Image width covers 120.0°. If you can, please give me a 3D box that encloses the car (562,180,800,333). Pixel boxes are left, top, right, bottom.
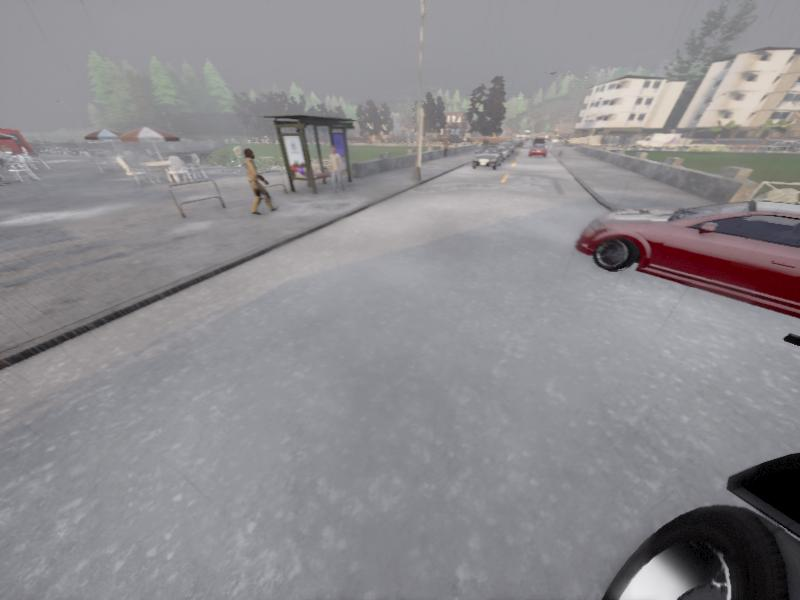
[{"bbox_3d":[5.748,-0.945,4.010,1.994,1.385,4.181,-25,42,-30],"label":"car"}]

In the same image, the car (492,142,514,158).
[{"bbox_3d":[13.033,-19.017,29.199,1.837,1.490,4.892,15,38,20],"label":"car"}]

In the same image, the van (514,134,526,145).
[{"bbox_3d":[35.714,-47.630,68.460,2.351,2.431,6.366,15,38,20],"label":"van"}]

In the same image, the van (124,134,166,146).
[{"bbox_3d":[-65.041,-40.963,59.042,2.351,2.431,6.366,15,38,20],"label":"van"}]

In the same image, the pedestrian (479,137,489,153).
[{"bbox_3d":[11.897,-21.924,32.733,0.751,1.860,0.751,-27,44,-33],"label":"pedestrian"}]

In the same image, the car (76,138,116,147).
[{"bbox_3d":[-68.932,-35.773,52.502,2.038,1.542,4.974,15,38,20],"label":"car"}]

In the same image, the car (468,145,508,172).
[{"bbox_3d":[7.326,-11.788,19.064,2.128,1.511,4.902,16,38,21],"label":"car"}]

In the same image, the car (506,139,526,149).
[{"bbox_3d":[23.931,-32.155,47.595,1.837,1.490,4.892,25,42,33],"label":"car"}]

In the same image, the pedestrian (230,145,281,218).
[{"bbox_3d":[-4.383,-3.611,7.091,0.751,1.860,0.751,-19,40,-25],"label":"pedestrian"}]

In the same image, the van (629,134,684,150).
[{"bbox_3d":[49.398,-30.650,44.706,6.366,2.431,2.351,15,38,20],"label":"van"}]

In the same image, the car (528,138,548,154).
[{"bbox_3d":[20.468,-22.931,34.343,1.905,1.878,3.866,15,38,20],"label":"car"}]

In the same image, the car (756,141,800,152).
[{"bbox_3d":[64.603,-26.118,39.193,3.806,1.475,1.970,15,38,20],"label":"car"}]

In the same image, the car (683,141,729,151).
[{"bbox_3d":[56.107,-28.361,42.481,4.718,1.301,1.895,15,38,20],"label":"car"}]

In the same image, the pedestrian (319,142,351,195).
[{"bbox_3d":[-2.734,-5.637,9.927,0.751,1.860,0.751,13,38,18],"label":"pedestrian"}]

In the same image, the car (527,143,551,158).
[{"bbox_3d":[17.461,-18.953,29.222,1.994,1.385,4.181,14,38,19],"label":"car"}]

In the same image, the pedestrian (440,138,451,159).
[{"bbox_3d":[4.939,-16.400,24.995,0.751,1.860,0.751,15,38,20],"label":"pedestrian"}]

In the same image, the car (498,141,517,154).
[{"bbox_3d":[16.786,-23.670,35.802,2.033,1.411,5.357,15,38,20],"label":"car"}]

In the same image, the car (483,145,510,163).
[{"bbox_3d":[10.179,-15.382,24.281,1.895,1.301,4.718,15,38,20],"label":"car"}]

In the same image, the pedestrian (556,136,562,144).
[{"bbox_3d":[44.877,-45.237,65.185,0.751,1.860,0.751,15,38,20],"label":"pedestrian"}]
